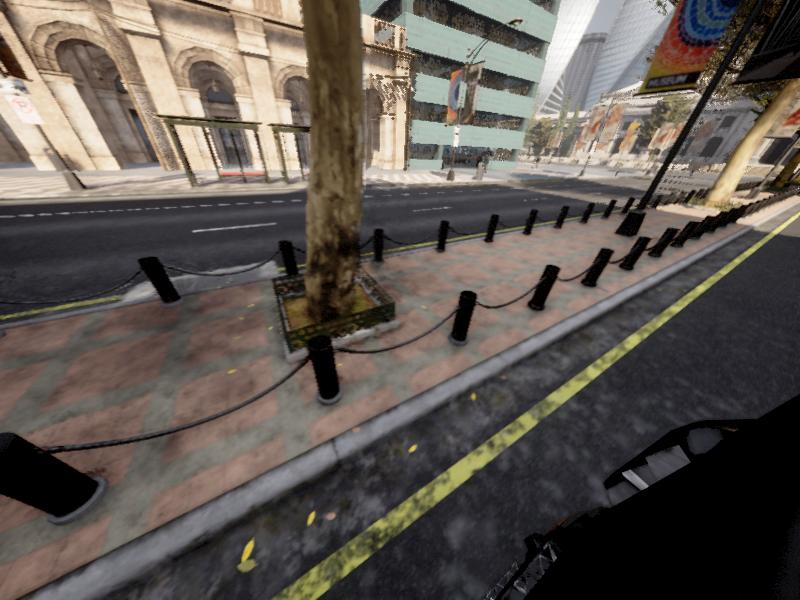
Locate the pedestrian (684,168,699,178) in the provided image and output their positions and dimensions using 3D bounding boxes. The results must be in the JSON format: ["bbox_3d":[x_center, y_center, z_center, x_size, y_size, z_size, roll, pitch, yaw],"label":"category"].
[{"bbox_3d":[44.383,-19.276,35.134,0.751,1.300,0.751,-12,36,-21],"label":"pedestrian"}]

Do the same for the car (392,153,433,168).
[{"bbox_3d":[1.603,-18.122,29.961,4.786,1.482,2.161,-16,38,-26],"label":"car"}]

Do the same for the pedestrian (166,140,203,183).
[{"bbox_3d":[-11.076,-7.165,11.976,0.751,1.860,0.751,-18,39,-28],"label":"pedestrian"}]

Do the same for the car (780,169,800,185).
[{"bbox_3d":[59.268,-17.506,33.073,1.932,1.855,4.605,-16,38,-26],"label":"car"}]

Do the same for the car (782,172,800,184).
[{"bbox_3d":[62.271,-18.221,34.735,2.163,1.488,4.792,-16,38,-26],"label":"car"}]

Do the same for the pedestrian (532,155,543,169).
[{"bbox_3d":[21.727,-21.729,36.397,0.751,1.860,0.751,29,42,34],"label":"pedestrian"}]

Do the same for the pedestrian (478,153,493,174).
[{"bbox_3d":[9.138,-14.577,24.662,0.751,1.860,0.751,-13,36,-22],"label":"pedestrian"}]

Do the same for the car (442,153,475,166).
[{"bbox_3d":[9.564,-23.058,37.934,4.902,1.511,2.128,-16,38,-26],"label":"car"}]
